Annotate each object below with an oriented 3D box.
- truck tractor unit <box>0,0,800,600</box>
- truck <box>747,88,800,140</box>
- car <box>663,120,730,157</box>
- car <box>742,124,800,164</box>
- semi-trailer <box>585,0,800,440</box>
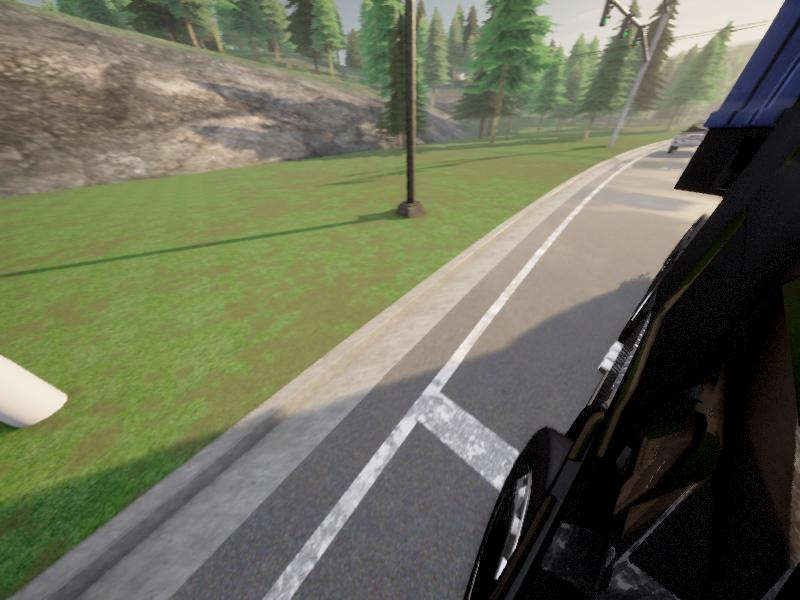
[{"bbox_3d":[2.645,-0.295,0.351,6.516,4.208,3.053,-28,44,-30],"label":"truck tractor unit"},{"bbox_3d":[39.400,-18.663,23.213,8.468,3.827,2.891,-25,42,-27],"label":"truck"},{"bbox_3d":[20.493,-11.238,15.950,4.605,1.855,1.932,-28,44,-31],"label":"car"},{"bbox_3d":[21.708,-8.969,13.144,5.008,1.535,1.882,-30,45,-31],"label":"car"},{"bbox_3d":[9.814,-2.411,2.617,14.254,4.402,2.717,-12,37,-13],"label":"semi-trailer"}]
